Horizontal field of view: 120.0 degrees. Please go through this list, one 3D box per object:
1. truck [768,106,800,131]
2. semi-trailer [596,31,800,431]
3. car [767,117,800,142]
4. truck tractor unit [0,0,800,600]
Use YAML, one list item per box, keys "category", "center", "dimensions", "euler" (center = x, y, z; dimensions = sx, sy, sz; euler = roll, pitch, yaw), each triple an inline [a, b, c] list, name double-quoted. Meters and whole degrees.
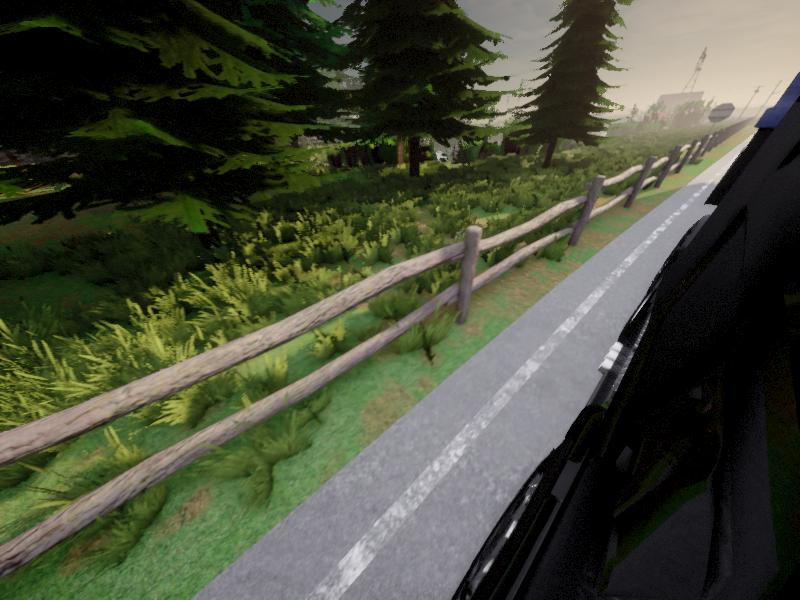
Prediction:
- category: "truck"
  center: [51.099, -23.532, 29.909]
  dimensions: [5.204, 2.467, 2.627]
  euler: [-26, 43, -28]
- category: "semi-trailer"
  center: [8.776, -3.547, 4.155]
  dimensions: [14.254, 4.402, 2.717]
  euler: [-27, 43, -29]
- category: "car"
  center: [34.168, -14.829, 20.029]
  dimensions: [3.988, 1.617, 1.851]
  euler: [-26, 43, -28]
- category: "truck tractor unit"
  center: [2.645, -0.295, 0.351]
  dimensions: [6.516, 4.208, 3.053]
  euler: [-28, 44, -30]
